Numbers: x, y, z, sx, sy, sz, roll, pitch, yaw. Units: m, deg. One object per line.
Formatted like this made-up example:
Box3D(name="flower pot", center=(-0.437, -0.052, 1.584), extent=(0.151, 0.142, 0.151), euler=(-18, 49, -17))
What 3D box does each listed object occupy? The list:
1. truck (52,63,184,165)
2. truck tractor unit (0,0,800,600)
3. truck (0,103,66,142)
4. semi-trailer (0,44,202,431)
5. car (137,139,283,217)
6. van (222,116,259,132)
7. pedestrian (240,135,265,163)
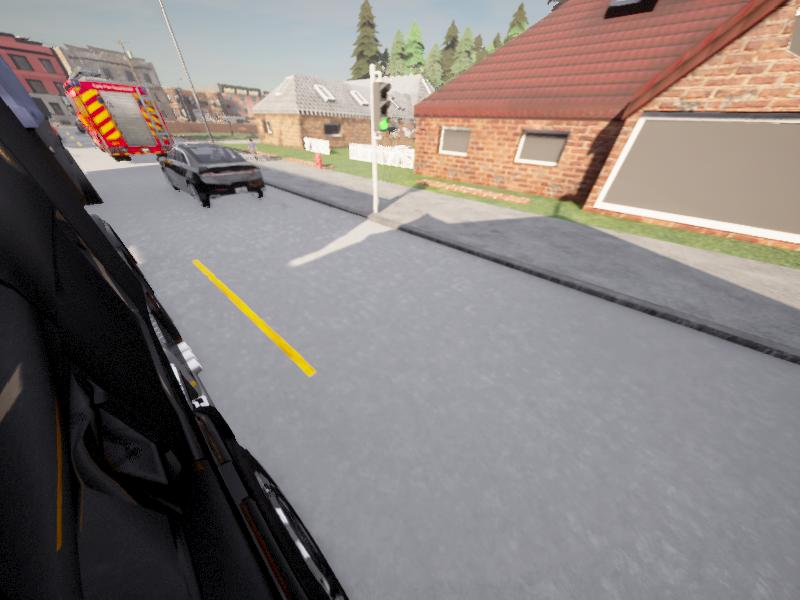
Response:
Box3D(name="truck", center=(-17.268, -11.093, 14.134), extent=(8.468, 3.827, 2.891), euler=(28, 44, 30))
Box3D(name="truck tractor unit", center=(-2.645, -0.295, 0.351), extent=(6.516, 4.208, 3.053), euler=(28, 44, 30))
Box3D(name="truck", center=(-32.082, -15.312, 19.955), extent=(5.204, 2.467, 2.627), euler=(28, 44, 30))
Box3D(name="semi-trailer", center=(-8.699, -3.609, 4.222), extent=(14.254, 4.402, 2.717), euler=(28, 44, 30))
Box3D(name="car", center=(-6.430, -4.347, 7.763), extent=(4.902, 1.511, 2.128), euler=(28, 44, 30))
Box3D(name="van", center=(-34.284, -37.982, 49.901), extent=(1.988, 2.561, 5.915), euler=(29, 44, 30))
Box3D(name="pedestrian", center=(-8.741, -8.971, 13.728), extent=(0.751, 1.300, 0.751), euler=(-25, 45, -32))
